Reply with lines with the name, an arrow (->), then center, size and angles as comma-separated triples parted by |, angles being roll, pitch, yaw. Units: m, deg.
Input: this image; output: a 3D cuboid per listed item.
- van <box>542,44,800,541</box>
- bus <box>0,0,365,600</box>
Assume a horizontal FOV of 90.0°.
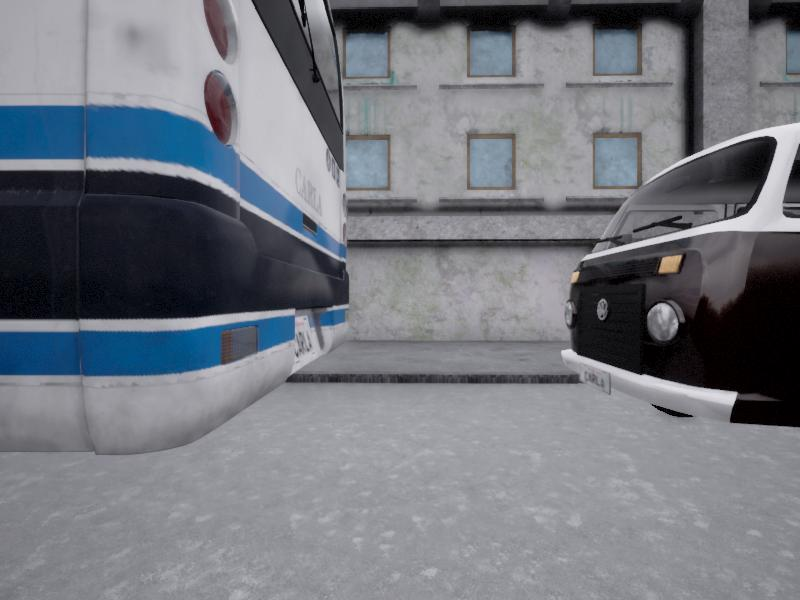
van -> 3.540, -0.028, 2.635 | 4.480, 2.038, 2.069 | 0, 0, 1
bus -> -5.575, -1.134, 2.714 | 10.273, 4.253, 3.944 | 0, 0, 1
